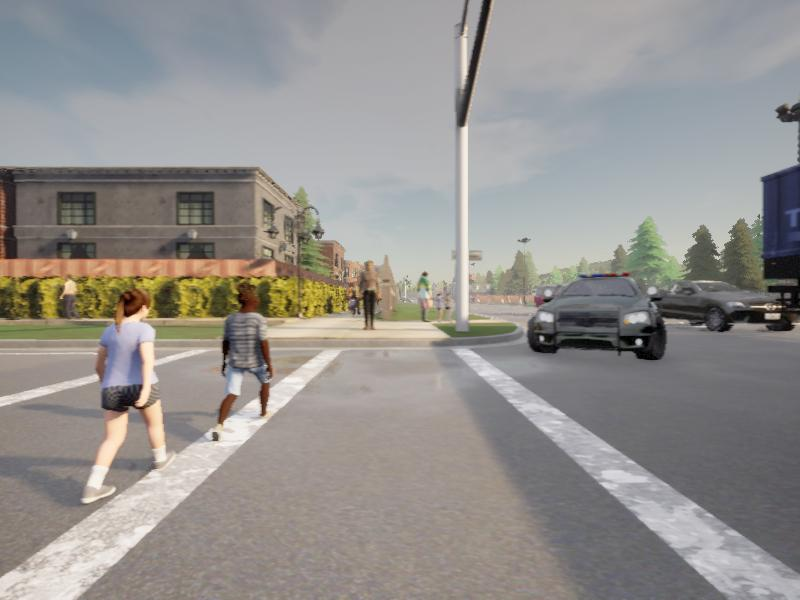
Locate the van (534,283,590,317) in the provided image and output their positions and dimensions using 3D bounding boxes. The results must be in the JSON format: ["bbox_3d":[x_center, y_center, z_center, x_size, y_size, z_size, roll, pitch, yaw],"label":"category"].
[{"bbox_3d":[10.254,-0.025,25.727,1.775,1.987,4.442,0,0,0],"label":"van"}]

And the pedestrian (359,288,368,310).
[{"bbox_3d":[-3.110,-0.107,34.216,0.751,1.860,0.751,0,0,1],"label":"pedestrian"}]

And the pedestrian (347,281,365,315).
[{"bbox_3d":[-2.425,-0.109,21.982,0.751,1.860,0.751,0,0,14],"label":"pedestrian"}]

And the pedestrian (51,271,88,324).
[{"bbox_3d":[-12.100,-0.087,14.658,0.751,1.860,0.751,0,0,5],"label":"pedestrian"}]

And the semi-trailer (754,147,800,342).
[{"bbox_3d":[10.424,-1.240,3.050,2.717,4.402,14.254,0,0,0],"label":"semi-trailer"}]

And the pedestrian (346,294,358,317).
[{"bbox_3d":[-2.265,0.271,19.082,0.500,1.100,0.500,0,0,2],"label":"pedestrian"}]

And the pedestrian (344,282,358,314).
[{"bbox_3d":[-2.885,-0.108,23.803,0.751,1.860,0.751,0,0,-2],"label":"pedestrian"}]

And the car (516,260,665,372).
[{"bbox_3d":[4.141,0.215,8.170,2.038,1.542,4.974,-1,0,33],"label":"car"}]

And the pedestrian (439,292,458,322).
[{"bbox_3d":[1.838,0.262,15.142,0.500,1.100,0.500,0,0,-39],"label":"pedestrian"}]

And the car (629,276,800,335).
[{"bbox_3d":[10.348,0.159,13.640,2.152,1.651,5.027,0,0,0],"label":"car"}]

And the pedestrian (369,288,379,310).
[{"bbox_3d":[-2.227,-0.109,34.380,0.751,1.860,0.751,0,0,1],"label":"pedestrian"}]

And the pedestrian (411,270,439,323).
[{"bbox_3d":[0.890,-0.116,14.560,0.751,1.860,0.751,0,0,-24],"label":"pedestrian"}]

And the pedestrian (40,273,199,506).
[{"bbox_3d":[-1.451,0.421,2.142,0.500,1.100,0.500,0,0,-1],"label":"pedestrian"}]

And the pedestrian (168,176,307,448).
[{"bbox_3d":[-1.210,0.081,3.135,0.751,1.860,0.751,0,0,4],"label":"pedestrian"}]

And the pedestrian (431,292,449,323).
[{"bbox_3d":[1.473,0.262,14.746,0.500,1.100,0.500,0,0,-17],"label":"pedestrian"}]

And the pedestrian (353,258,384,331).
[{"bbox_3d":[-0.823,-0.143,10.534,0.751,1.860,0.751,0,0,-1],"label":"pedestrian"}]
